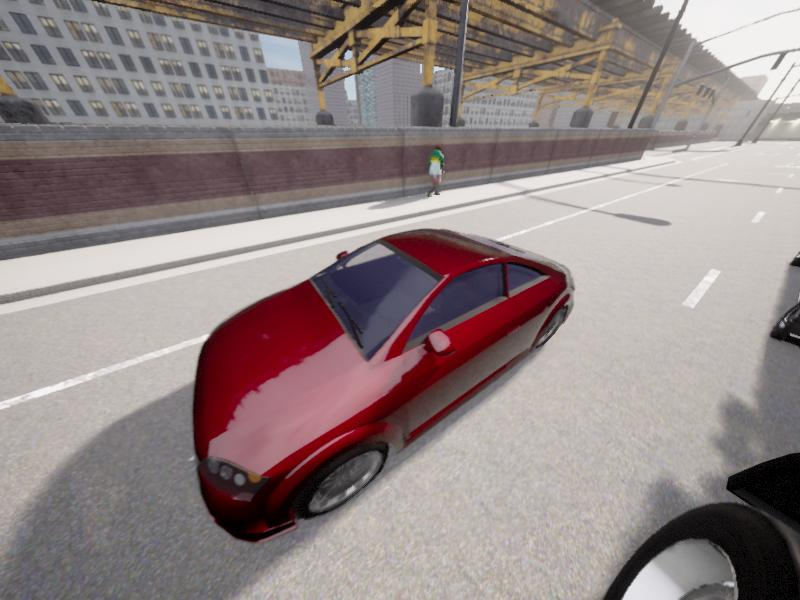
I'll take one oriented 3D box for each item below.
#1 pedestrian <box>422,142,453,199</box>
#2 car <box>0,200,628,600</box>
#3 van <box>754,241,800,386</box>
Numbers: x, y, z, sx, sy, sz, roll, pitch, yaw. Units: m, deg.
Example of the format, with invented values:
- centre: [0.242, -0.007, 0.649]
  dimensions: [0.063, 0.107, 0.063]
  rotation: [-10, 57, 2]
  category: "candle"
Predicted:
- centre: [1.433, -5.072, 9.086]
  dimensions: [0.751, 1.860, 0.751]
  rotation: [-24, 41, -29]
  category: "pedestrian"
- centre: [0.136, 0.071, 2.596]
  dimensions: [4.181, 1.385, 1.994]
  rotation: [-22, 40, -27]
  category: "car"
- centre: [7.159, -0.757, 2.617]
  dimensions: [5.915, 2.561, 1.988]
  rotation: [-22, 40, -27]
  category: "van"
